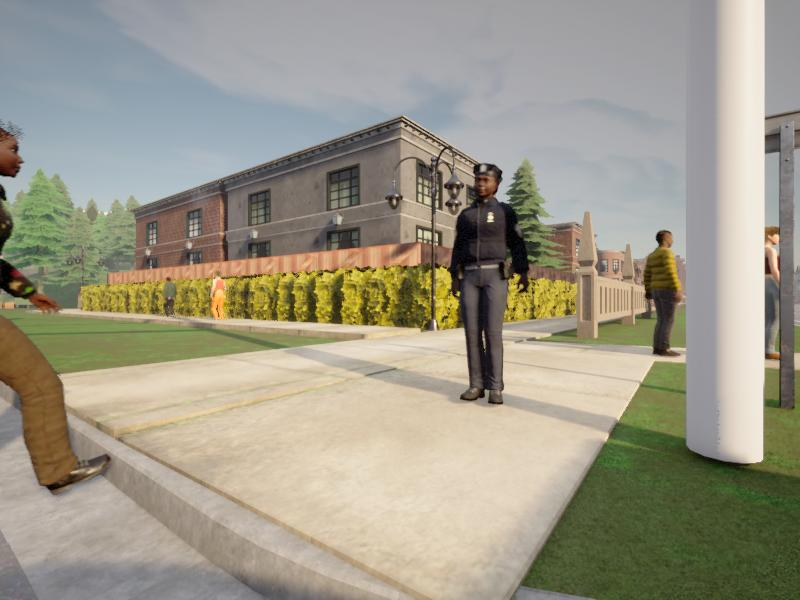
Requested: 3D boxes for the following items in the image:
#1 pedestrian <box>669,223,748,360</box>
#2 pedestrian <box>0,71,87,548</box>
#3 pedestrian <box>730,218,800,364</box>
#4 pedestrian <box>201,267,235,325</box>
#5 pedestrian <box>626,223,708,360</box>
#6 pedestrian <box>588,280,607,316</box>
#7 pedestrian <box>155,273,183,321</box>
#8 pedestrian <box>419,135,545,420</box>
[{"bbox_3d":[4.504,-0.115,5.901,0.751,1.860,0.751,0,0,21],"label":"pedestrian"},{"bbox_3d":[-1.891,0.037,1.767,0.751,1.860,0.751,0,0,-42],"label":"pedestrian"},{"bbox_3d":[5.128,-0.115,5.518,0.751,1.860,0.751,0,0,27],"label":"pedestrian"},{"bbox_3d":[-6.056,-0.115,13.316,0.751,1.860,0.751,0,0,37],"label":"pedestrian"},{"bbox_3d":[3.856,-0.115,5.841,0.751,1.860,0.751,0,0,10],"label":"pedestrian"},{"bbox_3d":[10.375,-0.115,20.980,0.751,1.860,0.751,0,0,40],"label":"pedestrian"},{"bbox_3d":[-9.291,-0.115,16.068,0.751,1.860,0.751,0,0,38],"label":"pedestrian"},{"bbox_3d":[0.661,-0.146,3.132,0.751,1.860,0.751,0,0,32],"label":"pedestrian"}]
